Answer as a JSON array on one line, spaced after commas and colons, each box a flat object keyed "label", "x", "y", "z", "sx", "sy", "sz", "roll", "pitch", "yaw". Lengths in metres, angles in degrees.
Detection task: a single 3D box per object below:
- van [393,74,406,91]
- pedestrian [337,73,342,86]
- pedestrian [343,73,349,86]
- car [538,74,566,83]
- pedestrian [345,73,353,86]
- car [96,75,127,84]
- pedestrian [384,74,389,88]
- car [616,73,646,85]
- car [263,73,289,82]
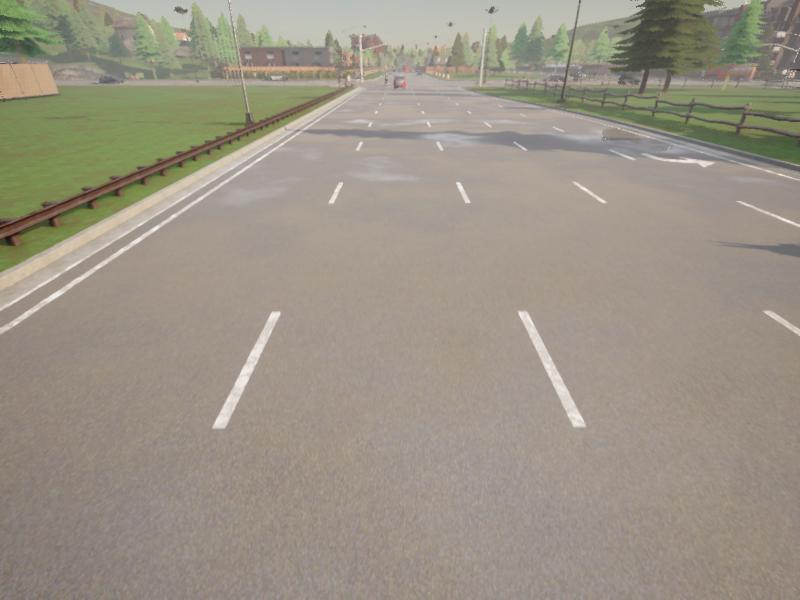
[{"label": "van", "x": -0.052, "y": -30.595, "z": 56.258, "sx": 1.775, "sy": 1.987, "sz": 4.442, "roll": 0, "pitch": 30, "yaw": 0}, {"label": "pedestrian", "x": -9.880, "y": -36.084, "z": 65.406, "sx": 0.751, "sy": 1.860, "sz": 0.751, "roll": -6, "pitch": 31, "yaw": -9}, {"label": "pedestrian", "x": -8.880, "y": -36.227, "z": 65.650, "sx": 0.751, "sy": 1.860, "sz": 0.751, "roll": -1, "pitch": 30, "yaw": -2}, {"label": "car", "x": 30.997, "y": -45.148, "z": 81.589, "sx": 4.892, "sy": 1.490, "sz": 1.837, "roll": 0, "pitch": 30, "yaw": 0}, {"label": "pedestrian", "x": -8.148, "y": -35.107, "z": 63.741, "sx": 0.751, "sy": 1.860, "sz": 0.751, "roll": 25, "pitch": 38, "yaw": 36}, {"label": "car", "x": -54.323, "y": -41.507, "z": 75.390, "sx": 4.193, "sy": 1.474, "sz": 1.816, "roll": 0, "pitch": 30, "yaw": 0}, {"label": "pedestrian", "x": -2.186, "y": -34.750, "z": 63.431, "sx": 0.751, "sy": 1.860, "sz": 0.751, "roll": -1, "pitch": 30, "yaw": -2}, {"label": "car", "x": 41.238, "y": -39.444, "z": 71.488, "sx": 3.866, "sy": 1.878, "sz": 1.905, "roll": 0, "pitch": 30, "yaw": 0}, {"label": "car", "x": -27.284, "y": -49.007, "z": 88.085, "sx": 4.974, "sy": 1.542, "sz": 2.038, "roll": 0, "pitch": 30, "yaw": 0}]
